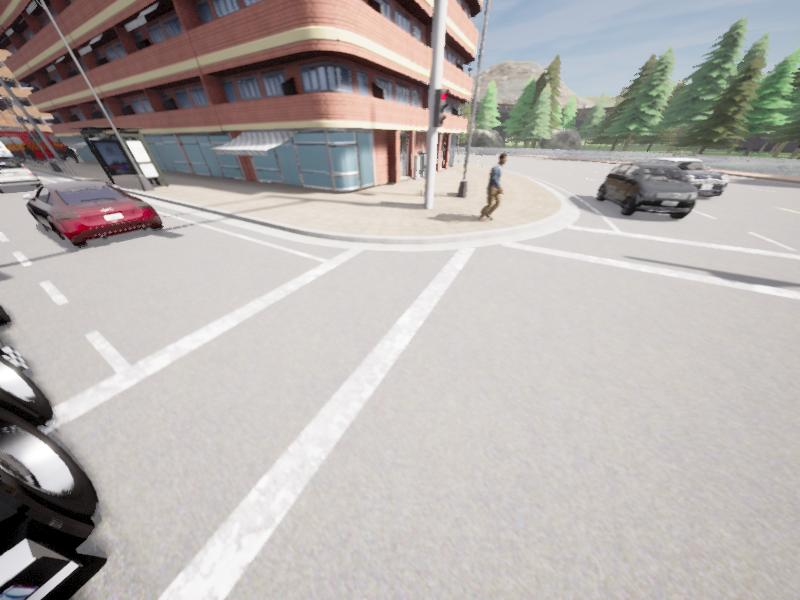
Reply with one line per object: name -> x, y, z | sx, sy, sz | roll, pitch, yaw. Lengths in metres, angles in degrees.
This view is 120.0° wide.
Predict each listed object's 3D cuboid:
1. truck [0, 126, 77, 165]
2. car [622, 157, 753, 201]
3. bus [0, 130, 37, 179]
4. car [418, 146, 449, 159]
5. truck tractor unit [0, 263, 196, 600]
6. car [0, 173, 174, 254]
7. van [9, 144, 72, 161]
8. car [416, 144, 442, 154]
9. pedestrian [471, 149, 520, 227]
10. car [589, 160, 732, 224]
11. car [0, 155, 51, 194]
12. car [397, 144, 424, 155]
truck -> -49.416, -20.172, 30.047 | 2.891, 3.827, 8.468 | -4, 35, -7
car -> 13.767, -6.182, 11.538 | 1.970, 1.475, 3.806 | 5, 35, 8
bus -> -34.603, -12.162, 18.040 | 10.273, 4.253, 3.944 | 18, 39, 24
car -> 4.932, -22.190, 34.662 | 2.007, 1.525, 4.514 | -22, 40, -29
truck tractor unit -> -5.109, -0.301, 0.792 | 6.516, 4.208, 3.053 | 18, 39, 24
car -> -9.333, -2.801, 6.942 | 4.181, 1.385, 1.994 | 18, 39, 24
van -> -52.407, -21.666, 33.810 | 1.775, 1.987, 4.442 | 19, 39, 24
car -> 5.849, -30.499, 46.533 | 4.611, 1.667, 2.242 | 27, 43, 34
pedestrian -> 2.672, -3.182, 6.603 | 0.751, 1.860, 0.751 | 20, 40, 27
car -> 9.128, -4.223, 8.660 | 1.789, 1.549, 3.705 | 10, 36, 15
car -> -22.531, -7.212, 13.162 | 3.988, 1.617, 1.851 | 18, 39, 24
car -> 2.035, -29.605, 45.385 | 4.974, 1.542, 2.038 | 25, 42, 31
